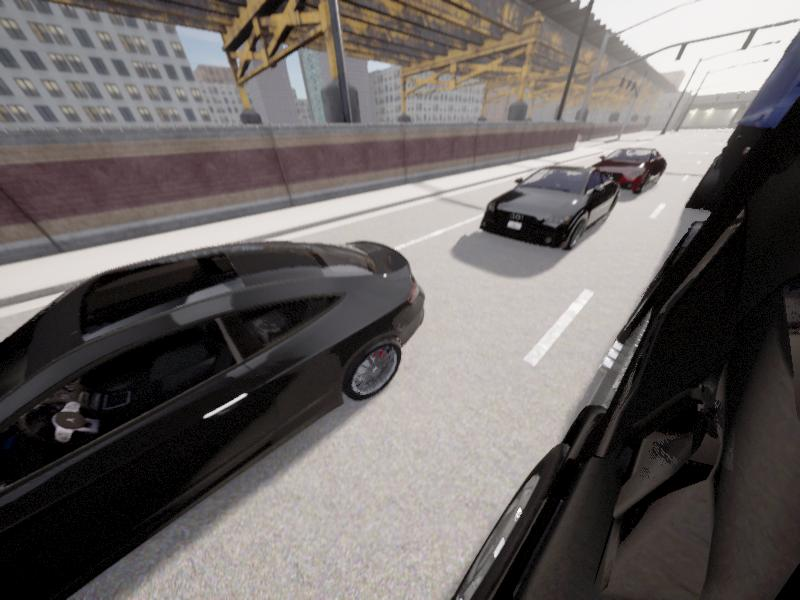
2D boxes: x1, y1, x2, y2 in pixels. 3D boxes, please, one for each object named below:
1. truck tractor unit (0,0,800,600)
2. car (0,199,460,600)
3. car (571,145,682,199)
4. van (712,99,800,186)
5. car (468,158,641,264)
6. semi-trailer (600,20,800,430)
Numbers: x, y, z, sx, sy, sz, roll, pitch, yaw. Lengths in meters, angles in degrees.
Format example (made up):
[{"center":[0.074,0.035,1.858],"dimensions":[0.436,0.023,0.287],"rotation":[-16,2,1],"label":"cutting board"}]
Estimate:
[{"center":[2.645,-0.295,0.352],"dimensions":[6.516,4.208,3.053],"rotation":[-28,44,-30],"label":"truck tractor unit"},{"center":[-1.788,0.509,1.863],"dimensions":[4.674,1.442,1.812],"rotation":[-28,43,-31],"label":"car"},{"center":[9.249,-5.399,9.450],"dimensions":[4.181,1.385,1.994],"rotation":[-26,42,-29],"label":"car"},{"center":[16.155,-6.914,10.094],"dimensions":[5.915,2.561,1.988],"rotation":[-28,44,-32],"label":"van"},{"center":[3.907,-2.533,5.799],"dimensions":[4.181,1.385,1.994],"rotation":[-28,43,-31],"label":"car"},{"center":[8.609,-3.609,4.396],"dimensions":[14.254,4.402,2.717],"rotation":[-28,43,-31],"label":"semi-trailer"}]
